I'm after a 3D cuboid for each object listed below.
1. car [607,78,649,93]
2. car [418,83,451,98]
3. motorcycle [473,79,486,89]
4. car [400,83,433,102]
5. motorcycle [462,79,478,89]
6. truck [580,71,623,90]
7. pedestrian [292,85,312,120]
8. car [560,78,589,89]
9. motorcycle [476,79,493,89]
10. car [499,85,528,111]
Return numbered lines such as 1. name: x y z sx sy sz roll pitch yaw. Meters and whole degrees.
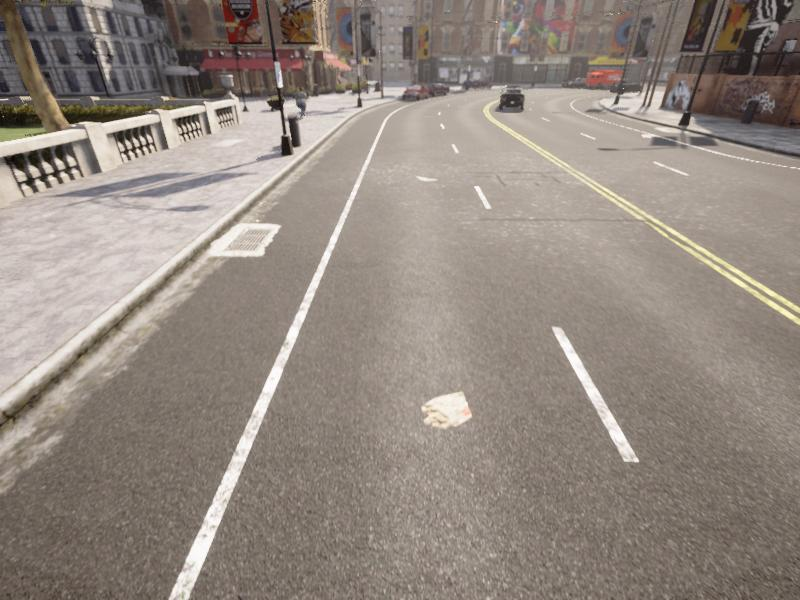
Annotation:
1. car: 30.847 -29.039 54.191 4.611 1.667 2.242 -14 33 -22
2. car: 4.002 -24.295 46.317 1.895 1.301 4.718 17 34 26
3. motorcycle: 11.651 -31.655 58.727 1.805 1.236 0.856 5 31 9
4. car: 1.739 -21.703 41.733 2.002 1.452 4.674 11 32 18
5. motorcycle: 10.109 -31.252 57.979 2.209 1.251 0.867 5 31 9
6. truck: 30.500 -33.260 60.489 5.204 2.467 2.627 -14 33 -22
7. pedestrian: -6.038 -12.162 24.651 0.751 1.860 0.751 5 31 9
8. car: 27.379 -34.021 62.868 3.806 1.475 1.970 -14 33 -22
9. motorcycle: 12.597 -32.158 59.530 2.356 1.277 0.764 5 31 9
10. car: 9.371 -16.900 33.318 1.930 1.638 5.238 6 31 11
